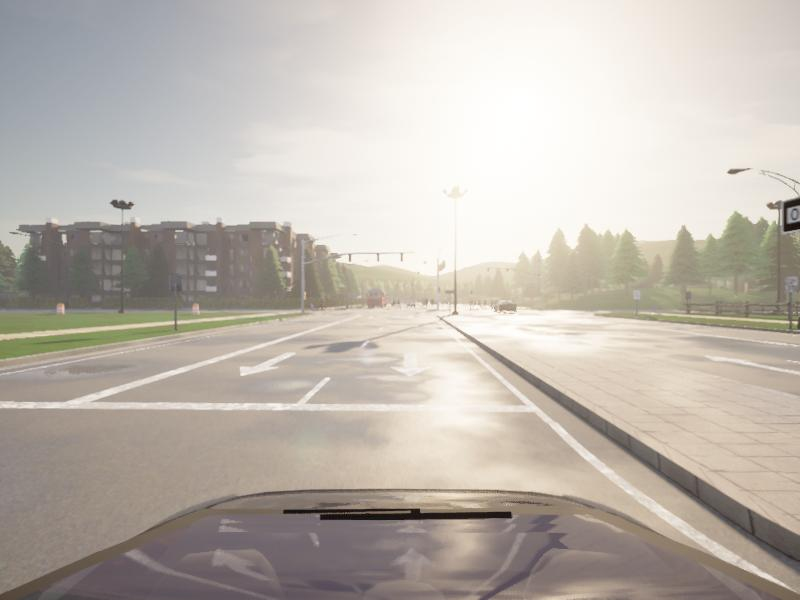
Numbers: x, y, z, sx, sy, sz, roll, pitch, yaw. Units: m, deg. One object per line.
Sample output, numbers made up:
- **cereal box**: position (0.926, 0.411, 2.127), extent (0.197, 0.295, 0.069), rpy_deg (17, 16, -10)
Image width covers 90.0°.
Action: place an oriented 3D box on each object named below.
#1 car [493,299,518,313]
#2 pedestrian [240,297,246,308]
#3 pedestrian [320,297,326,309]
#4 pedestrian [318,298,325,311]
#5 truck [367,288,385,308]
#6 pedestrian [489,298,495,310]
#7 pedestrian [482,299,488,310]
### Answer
- **car**: position (13.133, 0.742, 50.121), extent (1.930, 1.638, 5.238), rpy_deg (0, 0, 2)
- **pedestrian**: position (-26.014, 0.449, 66.277), extent (0.751, 1.860, 0.751), rpy_deg (0, 0, 1)
- **pedestrian**: position (-11.717, 0.454, 61.168), extent (0.751, 1.860, 0.751), rpy_deg (0, 0, 2)
- **pedestrian**: position (-11.111, 0.604, 56.626), extent (0.751, 1.860, 0.751), rpy_deg (0, 0, -2)
- **truck**: position (-4.646, -0.364, 78.941), extent (2.891, 3.827, 8.468), rpy_deg (0, 0, 1)
- **pedestrian**: position (15.345, 0.645, 66.575), extent (0.751, 1.860, 0.751), rpy_deg (0, 0, -8)
- **pedestrian**: position (14.124, 0.684, 66.479), extent (0.751, 1.860, 0.751), rpy_deg (0, 0, -4)
